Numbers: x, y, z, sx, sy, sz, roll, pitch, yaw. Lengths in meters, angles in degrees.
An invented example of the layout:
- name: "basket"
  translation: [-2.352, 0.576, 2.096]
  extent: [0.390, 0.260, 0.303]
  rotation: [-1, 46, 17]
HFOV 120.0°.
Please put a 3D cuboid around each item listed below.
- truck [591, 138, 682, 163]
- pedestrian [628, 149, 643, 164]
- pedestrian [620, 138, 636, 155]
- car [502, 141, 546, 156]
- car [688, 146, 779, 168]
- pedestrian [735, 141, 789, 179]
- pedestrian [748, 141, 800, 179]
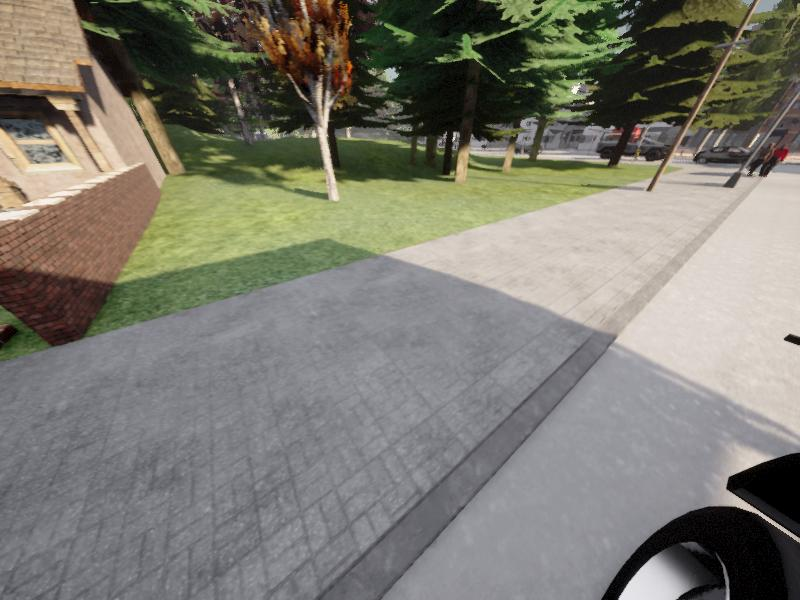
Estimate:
- name: "truck"
  translation: [25.420, -16.476, 25.261]
  extent: [2.390, 2.098, 6.274]
  rotation: [-22, 41, -28]
- name: "pedestrian"
  translation: [22.139, -13.503, 21.714]
  extent: [0.500, 1.100, 0.500]
  rotation: [-24, 42, -30]
- name: "pedestrian"
  translation: [30.715, -20.651, 31.125]
  extent: [0.751, 1.860, 0.751]
  rotation: [29, 45, 35]
- name: "car"
  translation: [18.110, -22.258, 33.923]
  extent: [2.152, 1.651, 5.027]
  rotation: [-22, 41, -28]
- name: "car"
  translation: [29.467, -12.833, 20.607]
  extent: [1.816, 1.474, 4.193]
  rotation: [-20, 40, -26]
- name: "pedestrian"
  translation: [21.271, -8.262, 13.632]
  extent: [0.751, 1.860, 0.751]
  rotation: [-12, 37, -16]
- name: "pedestrian"
  translation: [21.876, -8.179, 13.510]
  extent: [0.751, 1.860, 0.751]
  rotation: [-15, 38, -19]
